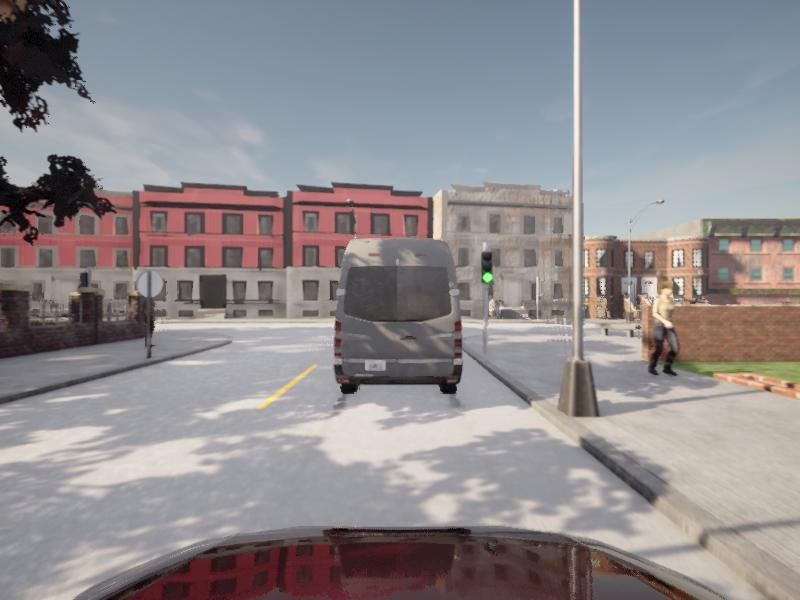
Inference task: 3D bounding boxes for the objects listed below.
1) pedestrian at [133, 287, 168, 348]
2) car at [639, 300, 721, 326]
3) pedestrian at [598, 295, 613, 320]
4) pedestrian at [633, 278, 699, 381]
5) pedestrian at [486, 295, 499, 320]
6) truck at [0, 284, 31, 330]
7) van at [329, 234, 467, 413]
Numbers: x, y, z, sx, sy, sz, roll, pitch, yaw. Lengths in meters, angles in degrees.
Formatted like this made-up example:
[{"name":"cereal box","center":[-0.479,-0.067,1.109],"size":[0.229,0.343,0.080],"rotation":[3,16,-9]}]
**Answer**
[{"name":"pedestrian","center":[-7.944,0.547,12.738],"size":[0.751,1.860,0.751],"rotation":[0,0,42]},{"name":"car","center":[17.901,0.814,25.694],"size":[3.988,1.617,1.851],"rotation":[0,0,0]},{"name":"pedestrian","center":[15.810,0.563,30.737],"size":[0.751,1.860,0.751],"rotation":[0,0,-6]},{"name":"pedestrian","center":[5.094,0.532,7.701],"size":[0.751,1.860,0.751],"rotation":[0,0,-11]},{"name":"pedestrian","center":[7.013,0.563,30.377],"size":[0.751,1.860,0.751],"rotation":[0,0,-6]},{"name":"truck","center":[-23.859,0.378,21.691],"size":[5.204,2.467,2.627],"rotation":[0,0,-1]},{"name":"van","center":[-0.008,0.332,8.700],"size":[1.988,2.561,5.915],"rotation":[0,0,0]}]
